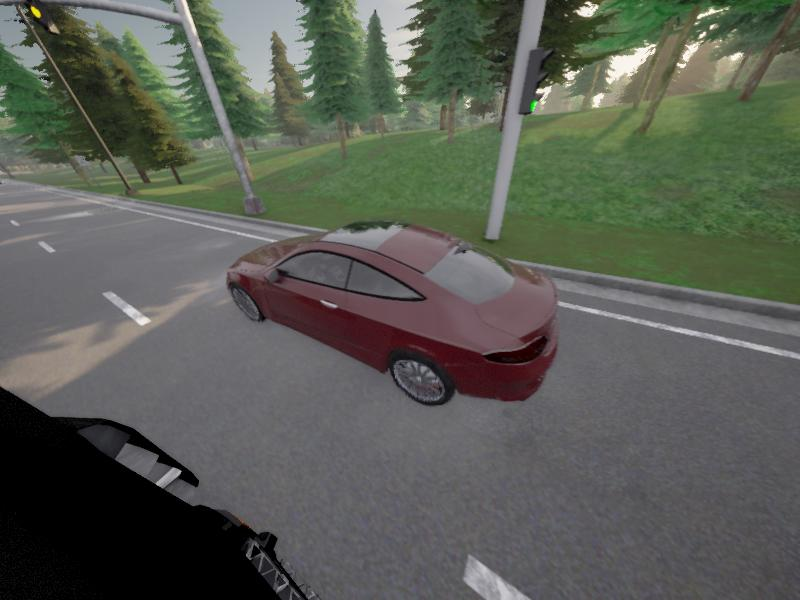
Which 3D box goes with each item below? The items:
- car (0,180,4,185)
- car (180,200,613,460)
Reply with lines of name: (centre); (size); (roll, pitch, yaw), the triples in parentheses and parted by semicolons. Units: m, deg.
car: (-58.016, -16.951, 32.257); (5.238, 1.638, 1.930); (16, 38, 26)
car: (-0.508, -0.303, 3.178); (4.674, 1.442, 1.812); (16, 38, 26)
